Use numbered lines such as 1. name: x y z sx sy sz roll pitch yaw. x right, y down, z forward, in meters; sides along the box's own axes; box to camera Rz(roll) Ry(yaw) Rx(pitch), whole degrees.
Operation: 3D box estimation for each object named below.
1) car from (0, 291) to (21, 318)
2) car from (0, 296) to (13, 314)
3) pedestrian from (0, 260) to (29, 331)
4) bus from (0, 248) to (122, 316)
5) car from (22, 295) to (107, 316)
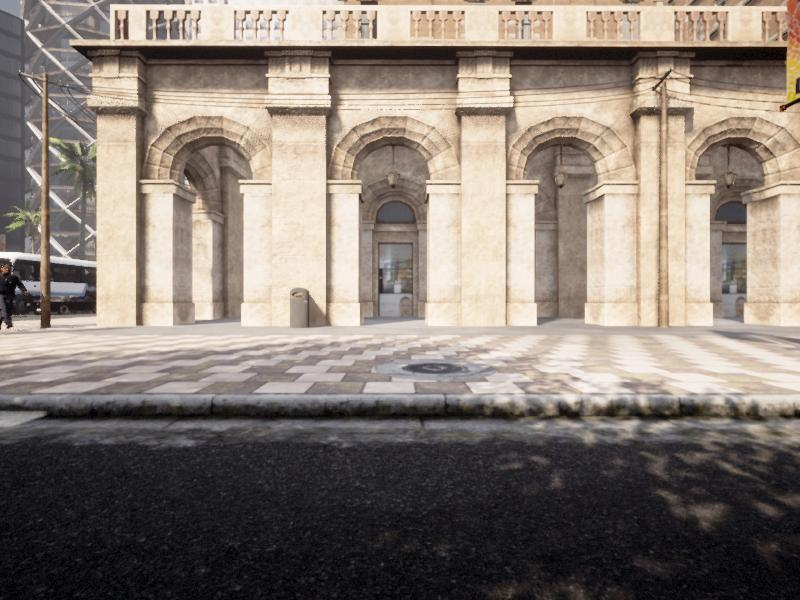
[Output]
1. car: -23.029 0.251 21.246 1.816 1.474 4.193 0 0 0
2. car: -30.045 0.339 27.757 1.895 1.301 4.718 0 0 0
3. pedestrian: -10.692 -0.117 10.831 0.751 1.860 0.751 0 0 28
4. bus: -26.426 -1.138 30.064 3.944 4.253 10.273 0 0 0
5. car: -23.035 0.340 27.750 1.895 1.301 4.718 0 0 0
